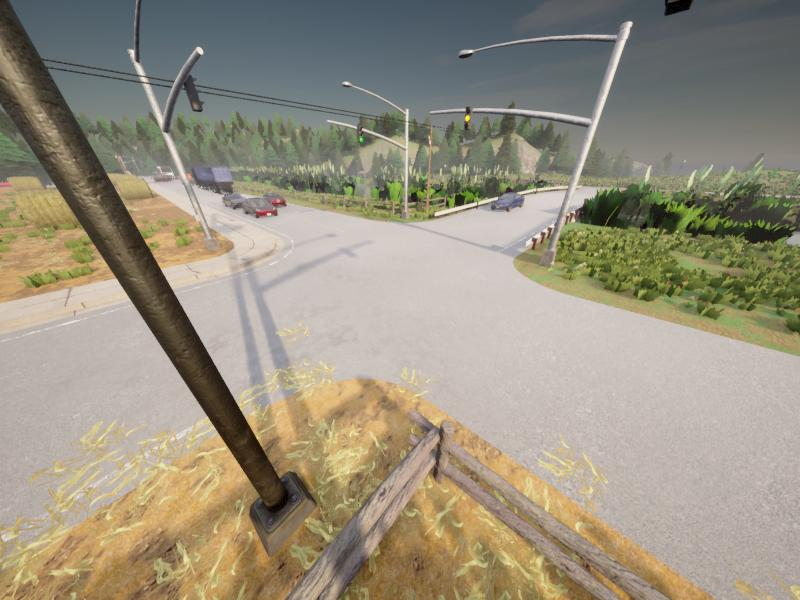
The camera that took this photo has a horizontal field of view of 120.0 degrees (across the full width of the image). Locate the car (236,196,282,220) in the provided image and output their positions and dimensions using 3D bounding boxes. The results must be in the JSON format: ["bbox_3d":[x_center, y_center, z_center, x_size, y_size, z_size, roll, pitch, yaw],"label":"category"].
[{"bbox_3d":[-13.844,-9.098,22.586,4.792,1.488,2.163,25,38,36],"label":"car"}]

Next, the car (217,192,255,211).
[{"bbox_3d":[-19.213,-11.586,26.983,5.357,1.411,2.033,25,38,36],"label":"car"}]

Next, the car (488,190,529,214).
[{"bbox_3d":[11.213,-10.164,23.755,4.674,1.442,1.812,-28,40,-35],"label":"car"}]

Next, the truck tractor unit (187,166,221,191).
[{"bbox_3d":[-40.443,-25.210,47.738,6.516,4.208,3.053,25,39,36],"label":"truck tractor unit"}]

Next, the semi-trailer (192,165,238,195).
[{"bbox_3d":[-34.674,-22.578,42.992,14.254,4.402,2.717,25,38,36],"label":"semi-trailer"}]

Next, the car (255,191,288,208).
[{"bbox_3d":[-15.772,-12.353,28.337,4.181,1.385,1.994,25,38,36],"label":"car"}]
